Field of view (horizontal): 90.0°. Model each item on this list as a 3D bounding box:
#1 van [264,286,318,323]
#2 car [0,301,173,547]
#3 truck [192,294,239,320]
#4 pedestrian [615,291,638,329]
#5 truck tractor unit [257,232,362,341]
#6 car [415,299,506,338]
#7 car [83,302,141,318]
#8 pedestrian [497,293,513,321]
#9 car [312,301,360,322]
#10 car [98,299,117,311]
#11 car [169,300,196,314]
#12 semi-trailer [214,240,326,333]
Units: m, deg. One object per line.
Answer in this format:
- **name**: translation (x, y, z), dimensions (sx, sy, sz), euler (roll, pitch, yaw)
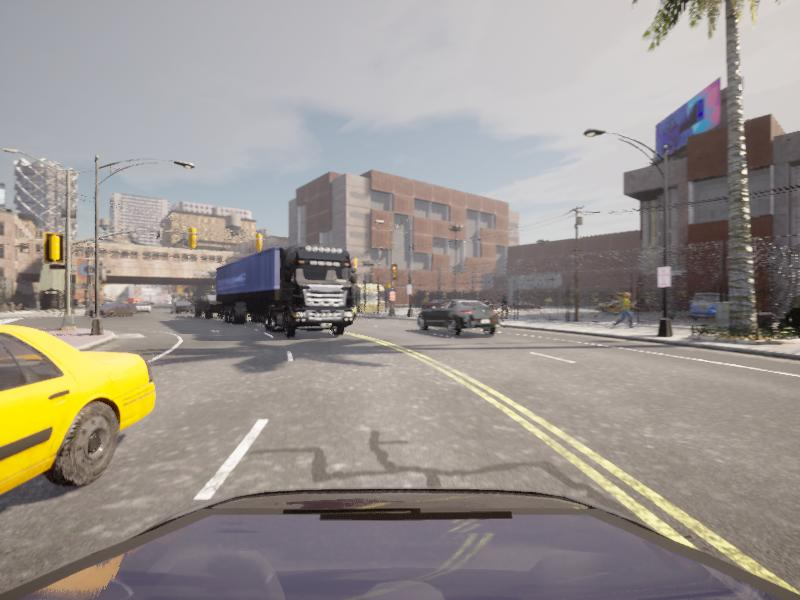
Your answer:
- **van**: translation (-8.493, 0.341, 30.795), dimensions (1.988, 2.561, 5.915), euler (0, 0, -37)
- **car**: translation (-3.443, 0.806, 2.102), dimensions (1.801, 1.575, 5.366), euler (0, 0, -4)
- **truck**: translation (-16.413, 0.570, 35.420), dimensions (2.390, 2.098, 6.274), euler (0, 0, -38)
- **pedestrian**: translation (11.208, 0.481, 19.798), dimensions (0.751, 1.860, 0.751), euler (0, 0, -31)
- **truck tractor unit**: translation (-4.581, -0.516, 18.980), dimensions (3.053, 4.208, 6.516), euler (1, 0, -30)
- **car**: translation (2.740, 0.785, 19.568), dimensions (2.152, 1.651, 5.027), euler (0, 0, -22)
- **car**: translation (-27.347, 0.934, 38.259), dimensions (2.033, 1.411, 5.357), euler (0, 0, -4)
- **pedestrian**: translation (7.183, 0.488, 27.433), dimensions (0.751, 1.860, 0.751), euler (0, 0, -36)
- **car**: translation (-5.197, 0.844, 32.145), dimensions (2.007, 1.525, 4.514), euler (0, 0, -36)
- **car**: translation (-44.596, 0.761, 61.039), dimensions (2.185, 1.767, 4.553), euler (0, 0, -38)
- **car**: translation (-26.063, 0.812, 47.842), dimensions (1.930, 1.638, 5.238), euler (0, 0, -38)
- **semi-trailer**: translation (-9.004, -0.606, 25.545), dimensions (2.717, 4.402, 14.254), euler (0, 0, -35)
